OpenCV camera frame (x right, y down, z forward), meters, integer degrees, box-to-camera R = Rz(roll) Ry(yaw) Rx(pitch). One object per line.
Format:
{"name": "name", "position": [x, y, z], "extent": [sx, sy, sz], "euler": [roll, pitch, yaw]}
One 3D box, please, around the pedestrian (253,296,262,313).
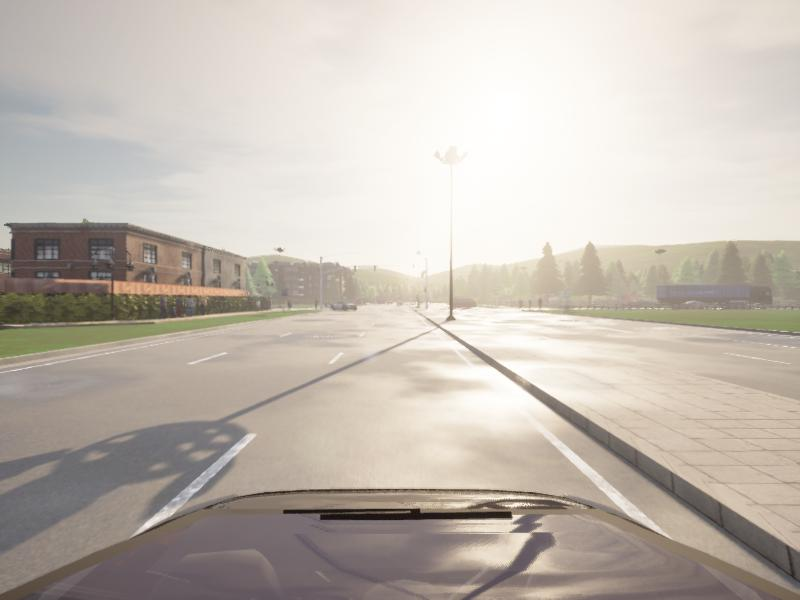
{"name": "pedestrian", "position": [-16.005, 0.500, 45.032], "extent": [0.751, 1.860, 0.751], "euler": [0, 0, 0]}

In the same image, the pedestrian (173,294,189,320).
{"name": "pedestrian", "position": [-15.902, 0.495, 29.022], "extent": [0.751, 1.860, 0.751], "euler": [0, 0, 28]}

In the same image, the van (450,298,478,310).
{"name": "van", "position": [10.821, 0.620, 68.138], "extent": [4.442, 1.987, 1.775], "euler": [0, 0, -1]}

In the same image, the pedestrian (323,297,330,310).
{"name": "pedestrian", "position": [-10.470, 0.479, 56.925], "extent": [0.751, 1.860, 0.751], "euler": [0, 0, 32]}

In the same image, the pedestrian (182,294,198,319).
{"name": "pedestrian", "position": [-15.821, 0.495, 30.146], "extent": [0.751, 1.860, 0.751], "euler": [0, 0, 0]}

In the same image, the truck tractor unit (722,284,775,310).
{"name": "truck tractor unit", "position": [59.730, -0.498, 68.636], "extent": [6.516, 4.208, 3.053], "euler": [0, 0, -1]}

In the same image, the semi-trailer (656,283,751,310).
{"name": "semi-trailer", "position": [51.817, -0.595, 68.550], "extent": [14.254, 4.402, 2.717], "euler": [0, 0, -1]}

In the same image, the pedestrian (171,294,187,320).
{"name": "pedestrian", "position": [-15.693, 0.495, 28.417], "extent": [0.751, 1.860, 0.751], "euler": [0, 0, 37]}

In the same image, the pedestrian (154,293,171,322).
{"name": "pedestrian", "position": [-15.698, 0.494, 26.478], "extent": [0.751, 1.860, 0.751], "euler": [0, 0, 38]}

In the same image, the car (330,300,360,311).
{"name": "car", "position": [-8.390, 0.847, 60.447], "extent": [2.038, 1.542, 4.974], "euler": [0, 0, -43]}

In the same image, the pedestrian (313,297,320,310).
{"name": "pedestrian", "position": [-11.827, 0.474, 56.711], "extent": [0.751, 1.860, 0.751], "euler": [0, 0, -1]}

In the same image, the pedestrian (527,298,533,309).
{"name": "pedestrian", "position": [22.456, 0.661, 68.995], "extent": [0.751, 1.860, 0.751], "euler": [0, 0, -2]}

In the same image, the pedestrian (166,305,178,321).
{"name": "pedestrian", "position": [-15.725, 0.875, 27.583], "extent": [0.500, 1.100, 0.500], "euler": [0, 0, 2]}
